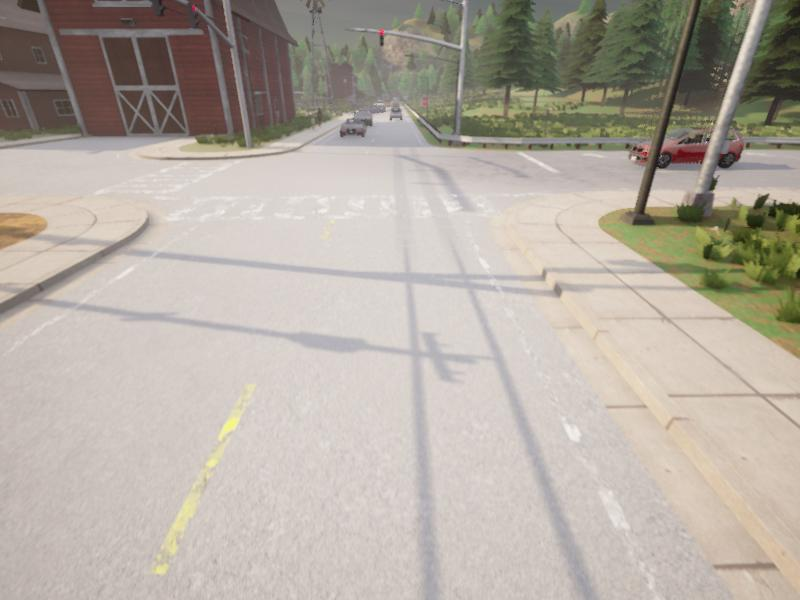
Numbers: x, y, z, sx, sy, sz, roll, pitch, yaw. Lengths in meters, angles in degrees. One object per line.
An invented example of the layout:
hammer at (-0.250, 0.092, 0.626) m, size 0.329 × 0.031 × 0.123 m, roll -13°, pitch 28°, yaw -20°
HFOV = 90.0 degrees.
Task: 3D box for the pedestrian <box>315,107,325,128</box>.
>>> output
pedestrian at (-8.011, -18.266, 39.998) m, size 0.751 × 1.860 × 0.751 m, roll -1°, pitch 27°, yaw -1°

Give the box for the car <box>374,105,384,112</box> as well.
car at (-4.356, -40.403, 84.271) m, size 1.895 × 1.301 × 4.718 m, roll 0°, pitch 27°, yaw 0°

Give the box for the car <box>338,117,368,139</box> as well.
car at (-3.812, -14.177, 32.905) m, size 1.994 × 1.385 × 4.181 m, roll 0°, pitch 27°, yaw 0°

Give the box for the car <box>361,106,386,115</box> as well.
car at (-4.782, -34.477, 72.608) m, size 4.181 × 1.385 × 1.994 m, roll -11°, pitch 29°, yaw -21°

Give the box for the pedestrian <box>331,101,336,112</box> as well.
pedestrian at (-12.908, -37.499, 77.633) m, size 0.751 × 1.860 × 0.751 m, roll 4°, pitch 27°, yaw 8°

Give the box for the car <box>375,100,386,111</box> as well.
car at (-4.429, -44.167, 90.806) m, size 2.150 × 2.045 × 5.566 m, roll 0°, pitch 27°, yaw -1°

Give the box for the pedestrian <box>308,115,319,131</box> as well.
pedestrian at (-7.955, -16.265, 36.701) m, size 0.751 × 1.300 × 0.751 m, roll -1°, pitch 27°, yaw -1°

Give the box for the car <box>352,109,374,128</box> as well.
car at (-3.925, -19.803, 43.608) m, size 1.930 × 1.638 × 5.238 m, roll 0°, pitch 27°, yaw 0°

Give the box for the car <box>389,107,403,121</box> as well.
car at (-0.552, -26.017, 55.778) m, size 1.851 × 1.617 × 3.988 m, roll 0°, pitch 27°, yaw 0°

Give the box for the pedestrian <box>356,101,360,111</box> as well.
pedestrian at (-8.643, -40.030, 82.557) m, size 0.751 × 1.860 × 0.751 m, roll 1°, pitch 27°, yaw 3°

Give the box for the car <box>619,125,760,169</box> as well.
car at (13.348, -7.196, 18.770) m, size 4.611 × 1.667 × 2.242 m, roll -1°, pitch 27°, yaw -1°

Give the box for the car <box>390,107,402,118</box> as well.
car at (-0.628, -29.504, 62.775) m, size 1.812 × 1.442 × 4.674 m, roll 0°, pitch 27°, yaw 0°
